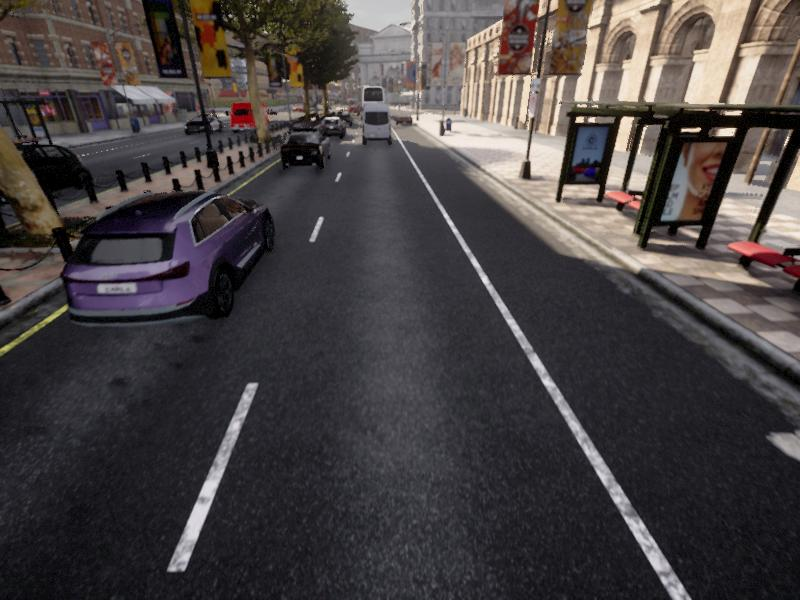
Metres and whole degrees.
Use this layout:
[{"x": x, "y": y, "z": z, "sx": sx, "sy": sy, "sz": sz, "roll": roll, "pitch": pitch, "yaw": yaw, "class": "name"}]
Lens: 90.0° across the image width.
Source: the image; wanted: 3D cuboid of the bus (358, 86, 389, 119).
[{"x": -3.861, "y": -30.731, "z": 62.145, "sx": 3.944, "sy": 4.253, "sz": 10.273, "roll": 0, "pitch": 27, "yaw": 1, "class": "bus"}]

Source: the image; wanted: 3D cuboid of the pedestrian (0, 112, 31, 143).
[{"x": -25.922, "y": -11.639, "z": 26.965, "sx": 0.751, "sy": 1.860, "sz": 0.751, "roll": 0, "pitch": 27, "yaw": -1, "class": "pedestrian"}]

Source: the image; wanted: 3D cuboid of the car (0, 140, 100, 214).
[{"x": -12.099, "y": -4.076, "z": 12.862, "sx": 1.851, "sy": 1.617, "sz": 3.988, "roll": -2, "pitch": 27, "yaw": -3, "class": "car"}]

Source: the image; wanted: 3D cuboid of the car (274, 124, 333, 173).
[{"x": -4.557, "y": -7.596, "z": 19.728, "sx": 1.930, "sy": 1.638, "sz": 5.238, "roll": -2, "pitch": 27, "yaw": -3, "class": "car"}]

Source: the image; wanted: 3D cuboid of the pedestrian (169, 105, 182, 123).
[{"x": -26.203, "y": -21.748, "z": 46.747, "sx": 0.751, "sy": 1.860, "sz": 0.751, "roll": 0, "pitch": 27, "yaw": -1, "class": "pedestrian"}]

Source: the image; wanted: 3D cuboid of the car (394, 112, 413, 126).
[{"x": 0.375, "y": -20.925, "z": 46.193, "sx": 1.895, "sy": 1.301, "sz": 4.718, "roll": -2, "pitch": 27, "yaw": -3, "class": "car"}]

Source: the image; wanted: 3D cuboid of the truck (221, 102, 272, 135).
[{"x": -13.734, "y": -16.534, "z": 36.290, "sx": 2.627, "sy": 2.467, "sz": 5.204, "roll": -2, "pitch": 27, "yaw": -3, "class": "truck"}]

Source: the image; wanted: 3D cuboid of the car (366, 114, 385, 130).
[{"x": -2.537, "y": -18.399, "z": 41.254, "sx": 1.895, "sy": 1.301, "sz": 4.718, "roll": -2, "pitch": 27, "yaw": -3, "class": "car"}]

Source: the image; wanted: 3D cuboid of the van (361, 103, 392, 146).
[{"x": -1.717, "y": -12.926, "z": 29.179, "sx": 1.988, "sy": 2.561, "sz": 5.915, "roll": -2, "pitch": 27, "yaw": -3, "class": "van"}]

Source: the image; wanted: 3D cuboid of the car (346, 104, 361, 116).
[{"x": -7.987, "y": -32.825, "z": 69.113, "sx": 2.152, "sy": 1.651, "sz": 5.027, "roll": -2, "pitch": 27, "yaw": -3, "class": "car"}]

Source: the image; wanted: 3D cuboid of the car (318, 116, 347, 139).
[{"x": -5.457, "y": -14.152, "z": 32.736, "sx": 1.970, "sy": 1.475, "sz": 3.806, "roll": -2, "pitch": 27, "yaw": -3, "class": "car"}]

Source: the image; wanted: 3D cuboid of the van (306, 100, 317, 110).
[{"x": -21.445, "y": -47.304, "z": 97.010, "sx": 1.775, "sy": 1.987, "sz": 4.442, "roll": -2, "pitch": 28, "yaw": -3, "class": "van"}]

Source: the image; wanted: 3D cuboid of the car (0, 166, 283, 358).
[{"x": -3.676, "y": -1.104, "z": 7.040, "sx": 2.033, "sy": 1.649, "sz": 4.856, "roll": -2, "pitch": 27, "yaw": -3, "class": "car"}]

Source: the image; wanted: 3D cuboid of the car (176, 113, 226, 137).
[{"x": -17.123, "y": -15.255, "z": 34.801, "sx": 2.038, "sy": 1.542, "sz": 4.974, "roll": -2, "pitch": 28, "yaw": -3, "class": "car"}]

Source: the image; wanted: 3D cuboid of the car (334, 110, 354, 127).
[{"x": -6.350, "y": -20.740, "z": 45.611, "sx": 1.837, "sy": 1.490, "sz": 4.892, "roll": -2, "pitch": 27, "yaw": -3, "class": "car"}]

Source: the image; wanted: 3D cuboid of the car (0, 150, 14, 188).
[{"x": -15.611, "y": -3.978, "z": 12.738, "sx": 1.882, "sy": 1.535, "sz": 5.008, "roll": -1, "pitch": 27, "yaw": -3, "class": "car"}]
